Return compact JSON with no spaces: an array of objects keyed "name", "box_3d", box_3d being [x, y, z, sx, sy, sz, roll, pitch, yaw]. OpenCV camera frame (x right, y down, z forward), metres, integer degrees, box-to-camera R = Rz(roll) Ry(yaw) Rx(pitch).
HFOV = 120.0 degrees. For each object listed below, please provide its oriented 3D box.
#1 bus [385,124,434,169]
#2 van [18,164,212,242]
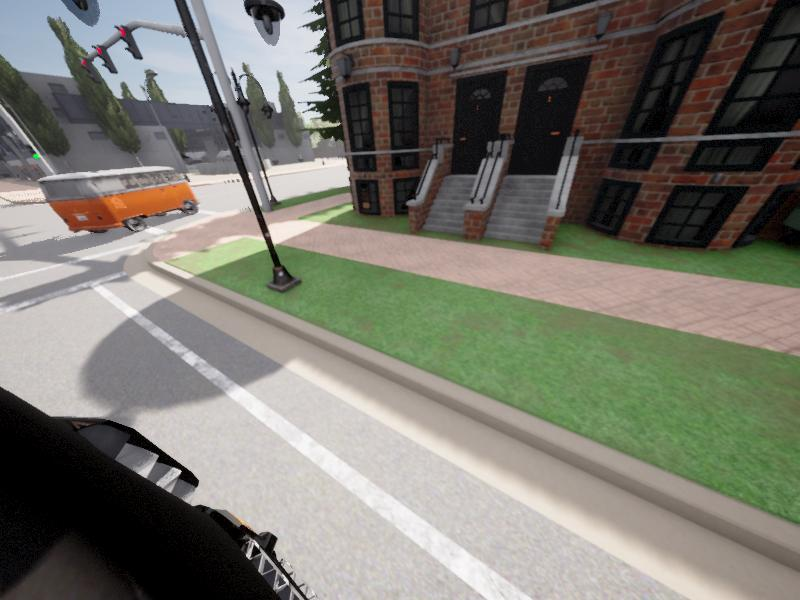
[{"name":"bus","box_3d":[1.698,-20.753,31.328,3.944,4.253,10.273,7,35,14]},{"name":"van","box_3d":[-10.432,-4.116,9.259,1.775,1.987,4.442,-2,33,3]}]
